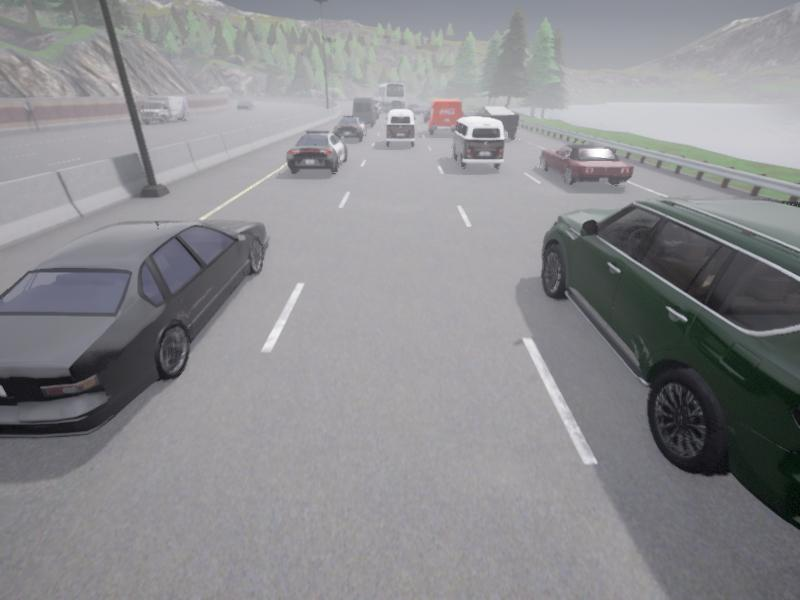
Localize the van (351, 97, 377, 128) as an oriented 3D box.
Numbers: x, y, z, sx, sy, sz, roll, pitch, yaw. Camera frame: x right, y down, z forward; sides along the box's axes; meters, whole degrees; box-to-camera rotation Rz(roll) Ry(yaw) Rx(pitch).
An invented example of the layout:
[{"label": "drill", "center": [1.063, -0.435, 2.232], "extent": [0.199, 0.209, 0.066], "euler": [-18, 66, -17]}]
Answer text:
[{"label": "van", "center": [-3.435, -18.508, 39.288], "extent": [1.988, 2.561, 5.915], "euler": [0, 28, 0]}]

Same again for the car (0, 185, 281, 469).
[{"label": "car", "center": [-3.489, -0.347, 5.643], "extent": [2.033, 1.411, 5.357], "euler": [0, 27, 0]}]

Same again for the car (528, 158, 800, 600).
[{"label": "car", "center": [3.515, -0.138, 4.634], "extent": [2.150, 2.045, 5.566], "euler": [0, 28, 0]}]

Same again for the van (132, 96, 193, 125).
[{"label": "van", "center": [-24.448, -19.811, 41.621], "extent": [2.351, 2.431, 6.366], "euler": [0, 28, 0]}]

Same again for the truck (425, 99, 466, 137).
[{"label": "truck", "center": [3.550, -14.793, 32.322], "extent": [2.627, 2.467, 5.204], "euler": [0, 27, 0]}]

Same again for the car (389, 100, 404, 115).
[{"label": "car", "center": [-0.581, -28.198, 58.628], "extent": [1.905, 1.878, 3.866], "euler": [-2, 26, -4]}]

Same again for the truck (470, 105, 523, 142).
[{"label": "truck", "center": [7.046, -13.402, 30.101], "extent": [2.390, 2.098, 6.274], "euler": [0, 28, 0]}]

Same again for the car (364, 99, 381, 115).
[{"label": "car", "center": [-4.063, -28.532, 59.046], "extent": [2.150, 2.045, 5.566], "euler": [-2, 26, -6]}]

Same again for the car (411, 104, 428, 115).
[{"label": "car", "center": [2.814, -28.572, 60.049], "extent": [1.895, 1.301, 4.718], "euler": [-2, 28, -5]}]

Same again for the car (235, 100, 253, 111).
[{"label": "car", "center": [-26.582, -33.142, 68.163], "extent": [1.882, 1.535, 5.008], "euler": [-4, 28, -9]}]

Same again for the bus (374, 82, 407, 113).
[{"label": "bus", "center": [-1.707, -33.755, 66.735], "extent": [3.944, 4.253, 10.273], "euler": [-4, 28, -9]}]

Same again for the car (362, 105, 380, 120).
[{"label": "car", "center": [-3.533, -23.164, 49.325], "extent": [2.007, 1.525, 4.514], "euler": [0, 28, -1]}]

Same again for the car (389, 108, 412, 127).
[{"label": "car", "center": [0.059, -18.650, 40.719], "extent": [2.128, 1.511, 4.902], "euler": [0, 27, 0]}]

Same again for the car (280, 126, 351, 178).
[{"label": "car", "center": [-3.474, -6.624, 17.546], "extent": [2.038, 1.542, 4.974], "euler": [0, 27, 0]}]

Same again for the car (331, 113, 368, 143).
[{"label": "car", "center": [-3.458, -12.270, 28.402], "extent": [2.038, 1.542, 4.974], "euler": [0, 28, 0]}]

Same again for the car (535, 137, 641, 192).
[{"label": "car", "center": [7.022, -5.403, 15.607], "extent": [1.895, 1.301, 4.718], "euler": [0, 28, 0]}]

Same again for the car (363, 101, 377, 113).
[{"label": "car", "center": [-4.929, -31.935, 66.151], "extent": [1.851, 1.617, 3.988], "euler": [-4, 28, -9]}]

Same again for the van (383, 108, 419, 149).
[{"label": "van", "center": [0.038, -11.016, 25.484], "extent": [2.069, 2.038, 4.480], "euler": [0, 28, 0]}]

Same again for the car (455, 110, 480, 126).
[{"label": "car", "center": [7.059, -19.261, 42.225], "extent": [1.895, 1.301, 4.718], "euler": [0, 27, 0]}]

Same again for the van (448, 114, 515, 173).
[{"label": "van", "center": [3.530, -7.304, 18.407], "extent": [2.069, 2.038, 4.480], "euler": [0, 28, 0]}]
